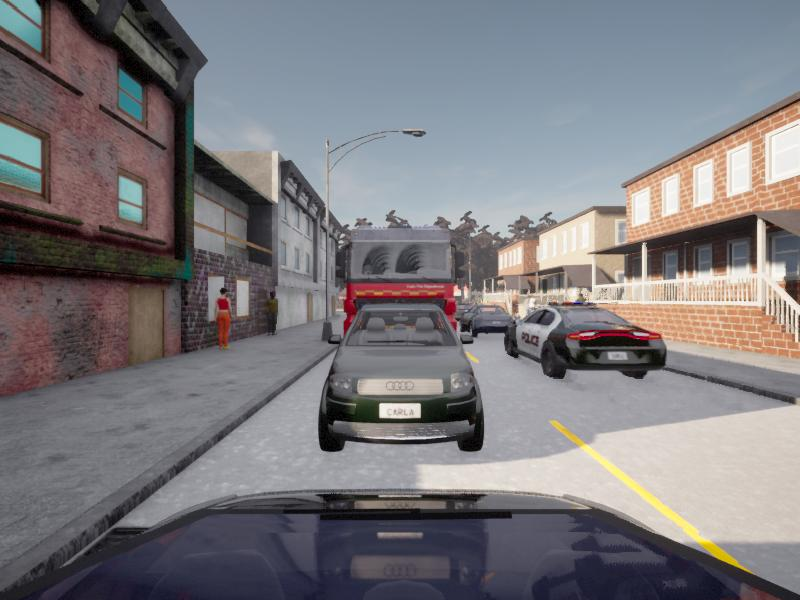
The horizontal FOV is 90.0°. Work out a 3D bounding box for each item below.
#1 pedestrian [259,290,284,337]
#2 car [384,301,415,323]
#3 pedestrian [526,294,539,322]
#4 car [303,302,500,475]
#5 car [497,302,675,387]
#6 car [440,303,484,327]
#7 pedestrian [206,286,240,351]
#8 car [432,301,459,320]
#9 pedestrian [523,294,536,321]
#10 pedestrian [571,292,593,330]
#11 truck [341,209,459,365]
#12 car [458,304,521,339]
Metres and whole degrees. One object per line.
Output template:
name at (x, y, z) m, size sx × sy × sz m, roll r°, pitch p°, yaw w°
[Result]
pedestrian at (-5.190, 0.533, 16.167) m, size 0.751 × 1.860 × 0.751 m, roll 0°, pitch 0°, yaw -37°
car at (-0.033, 0.851, 30.499) m, size 2.163 × 1.488 × 4.792 m, roll 0°, pitch 0°, yaw 0°
pedestrian at (8.990, 0.533, 27.194) m, size 0.751 × 1.860 × 0.751 m, roll 0°, pitch 0°, yaw 8°
car at (0.007, 0.815, 5.489) m, size 1.789 × 1.549 × 3.705 m, roll 0°, pitch 0°, yaw 0°
car at (4.006, 0.827, 9.797) m, size 2.038 × 1.542 × 4.974 m, roll 0°, pitch 0°, yaw 0°
car at (3.970, 0.895, 26.452) m, size 2.033 × 1.411 × 5.357 m, roll 0°, pitch 0°, yaw 0°
pedestrian at (-5.246, 0.533, 11.913) m, size 0.751 × 1.860 × 0.751 m, roll 0°, pitch 0°, yaw -7°
car at (3.922, 0.870, 34.982) m, size 1.812 × 1.442 × 4.674 m, roll 0°, pitch 0°, yaw 0°
pedestrian at (9.044, 0.533, 28.034) m, size 0.751 × 1.860 × 0.751 m, roll 0°, pitch 0°, yaw 8°
pedestrian at (9.114, 0.533, 20.090) m, size 0.751 × 1.860 × 0.751 m, roll 0°, pitch 0°, yaw -3°
truck at (-0.010, -0.321, 14.022) m, size 2.891 × 3.827 × 8.468 m, roll 0°, pitch 0°, yaw 0°
car at (3.987, 0.907, 18.568) m, size 1.994 × 1.385 × 4.181 m, roll 0°, pitch 0°, yaw 0°
